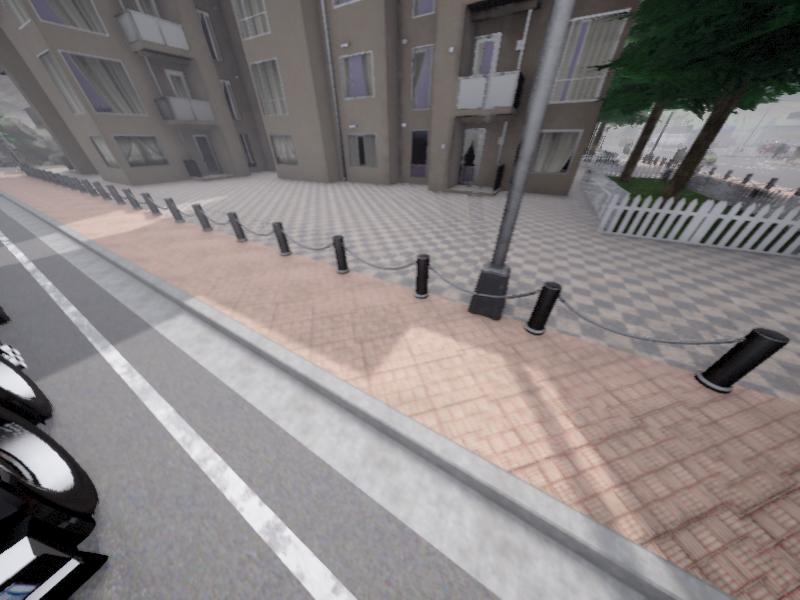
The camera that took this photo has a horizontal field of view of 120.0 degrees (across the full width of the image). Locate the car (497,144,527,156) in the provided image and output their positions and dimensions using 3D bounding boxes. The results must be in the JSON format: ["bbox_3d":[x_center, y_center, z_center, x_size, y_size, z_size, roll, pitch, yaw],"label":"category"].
[{"bbox_3d":[18.602,-24.995,38.466,4.193,1.474,1.816,17,39,23],"label":"car"}]

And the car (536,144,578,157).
[{"bbox_3d":[24.272,-23.256,35.865,5.008,1.535,1.882,17,39,23],"label":"car"}]

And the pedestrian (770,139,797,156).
[{"bbox_3d":[50.516,-20.070,30.477,0.751,1.860,0.751,11,36,16],"label":"pedestrian"}]

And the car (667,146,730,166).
[{"bbox_3d":[30.548,-14.939,23.901,2.007,1.525,4.514,13,37,18],"label":"car"}]

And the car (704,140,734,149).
[{"bbox_3d":[74.215,-36.188,53.793,2.152,1.636,5.027,17,38,23],"label":"car"}]

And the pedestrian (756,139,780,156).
[{"bbox_3d":[49.821,-20.629,31.286,0.751,1.860,0.751,18,39,24],"label":"pedestrian"}]

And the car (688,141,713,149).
[{"bbox_3d":[71.442,-37.008,55.011,2.007,1.523,4.514,17,38,23],"label":"car"}]

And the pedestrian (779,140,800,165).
[{"bbox_3d":[36.710,-13.590,21.308,0.751,1.860,0.751,8,36,12],"label":"pedestrian"}]

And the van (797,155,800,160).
[{"bbox_3d":[51.808,-17.386,26.325,5.915,2.561,1.988,17,39,23],"label":"van"}]

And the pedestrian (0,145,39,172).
[{"bbox_3d":[-31.262,-11.607,19.000,0.751,1.860,0.751,17,38,23],"label":"pedestrian"}]

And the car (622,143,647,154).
[{"bbox_3d":[43.131,-28.075,42.666,2.007,1.525,4.514,17,38,23],"label":"car"}]

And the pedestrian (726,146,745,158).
[{"bbox_3d":[45.868,-20.259,31.559,0.751,1.300,0.751,17,38,23],"label":"pedestrian"}]

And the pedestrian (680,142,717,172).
[{"bbox_3d":[21.934,-10.536,17.043,0.751,1.860,0.751,17,38,23],"label":"pedestrian"}]

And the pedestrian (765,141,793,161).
[{"bbox_3d":[43.749,-17.206,26.688,0.751,1.860,0.751,28,44,34],"label":"pedestrian"}]

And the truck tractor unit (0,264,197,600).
[{"bbox_3d":[-5.113,-0.300,0.777,6.516,4.208,3.053,18,39,24],"label":"truck tractor unit"}]
